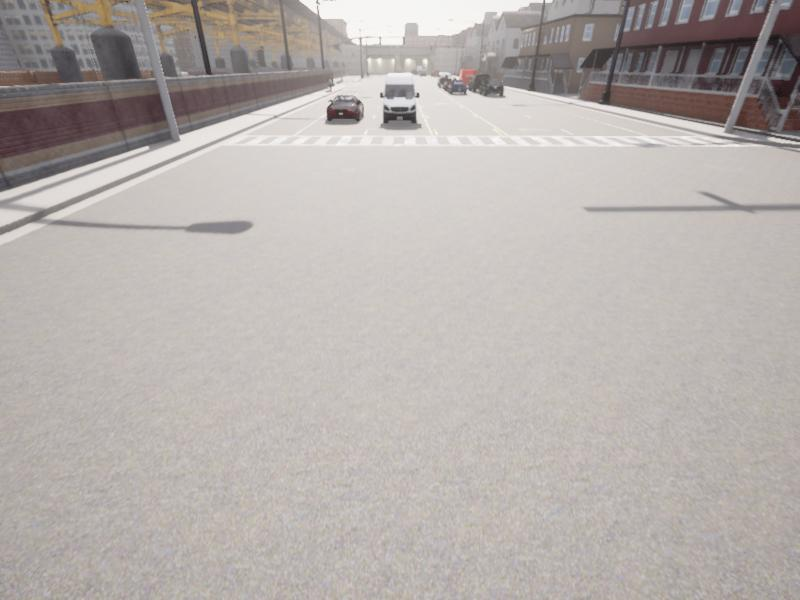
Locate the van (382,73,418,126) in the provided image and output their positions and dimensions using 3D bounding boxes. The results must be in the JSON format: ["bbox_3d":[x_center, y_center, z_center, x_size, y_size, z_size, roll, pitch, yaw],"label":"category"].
[{"bbox_3d":[-0.018,-12.768,25.217,1.988,2.561,5.915,0,30,0],"label":"van"}]

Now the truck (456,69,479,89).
[{"bbox_3d":[10.399,-34.375,62.115,2.627,2.467,5.204,0,31,1],"label":"truck"}]

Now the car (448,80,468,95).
[{"bbox_3d":[6.967,-25.865,48.613,1.812,1.442,4.674,0,30,0],"label":"car"}]

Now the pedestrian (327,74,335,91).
[{"bbox_3d":[-8.839,-27.790,51.133,0.751,1.860,0.751,2,30,3],"label":"pedestrian"}]

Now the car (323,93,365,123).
[{"bbox_3d":[-3.501,-12.433,25.801,1.994,1.385,4.181,1,30,1],"label":"car"}]

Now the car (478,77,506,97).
[{"bbox_3d":[10.478,-24.422,45.808,2.097,1.767,4.553,0,30,0],"label":"car"}]

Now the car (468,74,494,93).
[{"bbox_3d":[10.455,-28.333,52.224,2.150,2.045,5.566,0,31,0],"label":"car"}]

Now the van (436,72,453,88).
[{"bbox_3d":[6.969,-34.649,62.995,2.069,2.038,4.480,0,31,0],"label":"van"}]
